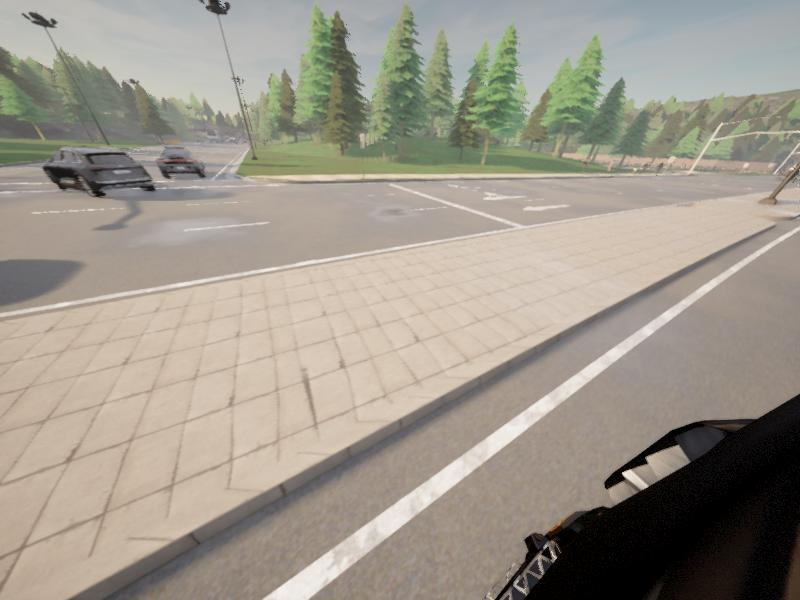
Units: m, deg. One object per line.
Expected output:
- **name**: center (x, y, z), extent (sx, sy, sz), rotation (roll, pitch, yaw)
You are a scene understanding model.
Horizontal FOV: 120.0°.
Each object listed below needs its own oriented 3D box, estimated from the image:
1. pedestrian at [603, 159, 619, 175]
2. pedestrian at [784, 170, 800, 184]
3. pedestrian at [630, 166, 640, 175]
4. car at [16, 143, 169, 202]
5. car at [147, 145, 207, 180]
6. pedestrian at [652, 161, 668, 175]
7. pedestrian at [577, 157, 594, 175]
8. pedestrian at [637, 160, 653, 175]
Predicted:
- **pedestrian**: center (28.878, -18.231, 31.596), extent (0.751, 1.860, 0.751), rotation (-14, 37, -24)
- **pedestrian**: center (58.629, -18.260, 34.305), extent (0.751, 1.860, 0.751), rotation (-16, 38, -26)
- **pedestrian**: center (34.481, -19.010, 33.897), extent (0.500, 1.100, 0.500), rotation (-15, 38, -25)
- **car**: center (-12.653, -5.431, 9.615), extent (4.856, 1.649, 2.033), rotation (16, 37, 19)
- **car**: center (-13.911, -8.838, 14.714), extent (2.038, 1.542, 4.974), rotation (-19, 39, -31)
- **pedestrian**: center (42.374, -21.601, 37.731), extent (0.751, 1.860, 0.751), rotation (-7, 35, -15)
- **pedestrian**: center (23.619, -17.075, 29.441), extent (0.751, 1.860, 0.751), rotation (-13, 37, -23)
- **pedestrian**: center (38.096, -20.597, 35.883), extent (0.751, 1.860, 0.751), rotation (-9, 36, -18)
